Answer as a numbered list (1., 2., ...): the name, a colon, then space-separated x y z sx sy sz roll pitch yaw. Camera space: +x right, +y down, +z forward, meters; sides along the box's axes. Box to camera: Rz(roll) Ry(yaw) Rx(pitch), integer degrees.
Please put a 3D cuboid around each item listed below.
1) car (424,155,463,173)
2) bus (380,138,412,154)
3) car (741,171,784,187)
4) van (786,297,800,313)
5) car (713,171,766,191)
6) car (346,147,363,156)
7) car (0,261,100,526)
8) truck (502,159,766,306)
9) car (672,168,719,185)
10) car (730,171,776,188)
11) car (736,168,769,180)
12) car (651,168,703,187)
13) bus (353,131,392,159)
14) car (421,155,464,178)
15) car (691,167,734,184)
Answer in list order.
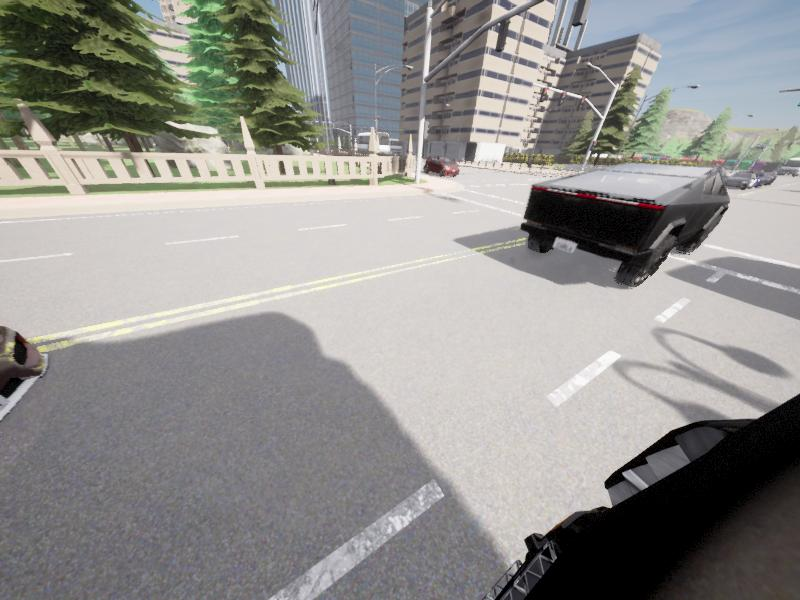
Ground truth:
1. car: 4.913 -15.938 27.030 1.812 1.442 4.674 -16 38 -26
2. bus: -1.476 -53.467 80.413 10.273 4.253 3.944 -16 38 -26
3. car: 47.225 -15.843 30.106 4.902 1.511 2.128 -16 38 -26
4. van: 9.573 -0.613 3.818 4.442 1.987 1.775 -11 36 -20
5. car: 35.670 -12.572 24.265 4.974 1.542 2.038 -16 38 -26
6. car: -10.937 -35.636 55.412 2.128 1.511 4.902 -16 38 -26
7. car: -5.022 1.179 0.318 5.027 1.651 2.152 -16 38 -26
8. truck: 5.885 -2.174 5.781 6.274 2.098 2.390 -17 38 -27
9. car: 34.843 -14.572 27.214 4.974 1.542 2.038 -16 38 -26
10. car: 41.713 -14.285 27.317 4.514 1.525 2.007 -16 38 -26
11. car: 63.720 -22.771 41.797 4.611 1.667 2.242 -16 38 -26
12. car: 29.416 -13.070 24.534 4.514 1.525 2.007 -15 37 -25
13. bus: -5.873 -31.654 47.326 3.944 4.253 10.273 -16 38 -26
14. car: 3.992 -12.981 22.358 1.851 1.617 3.988 -14 37 -24
15. car: 40.865 -16.321 30.226 4.856 1.649 2.033 -16 38 -26
